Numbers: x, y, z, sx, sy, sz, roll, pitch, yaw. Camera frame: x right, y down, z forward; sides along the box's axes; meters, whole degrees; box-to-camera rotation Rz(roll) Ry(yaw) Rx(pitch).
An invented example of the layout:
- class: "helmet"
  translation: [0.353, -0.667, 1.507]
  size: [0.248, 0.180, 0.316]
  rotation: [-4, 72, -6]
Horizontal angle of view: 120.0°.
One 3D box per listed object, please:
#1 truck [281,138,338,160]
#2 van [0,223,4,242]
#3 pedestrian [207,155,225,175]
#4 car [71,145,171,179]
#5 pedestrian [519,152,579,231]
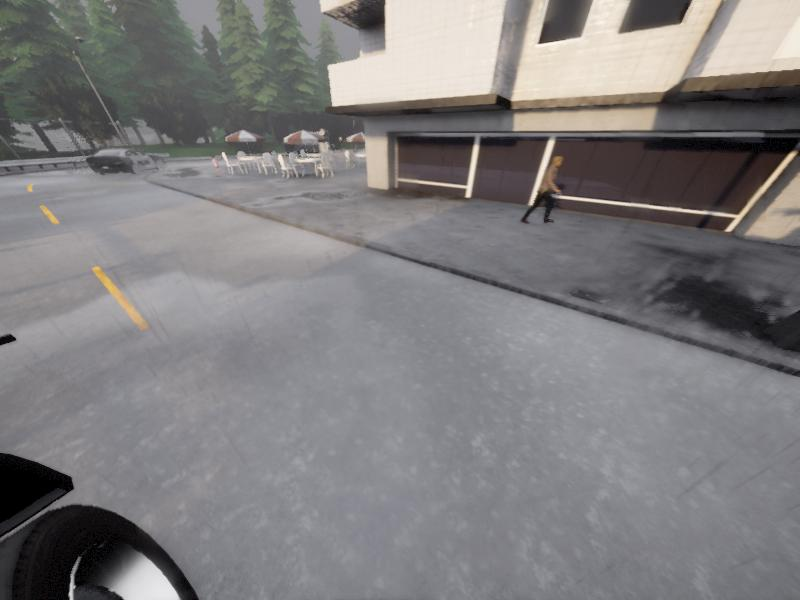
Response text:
- class: "truck"
  translation: [-11.101, -19.084, 29.054]
  size: [2.390, 2.098, 6.274]
  rotation: [22, 41, 28]
- class: "van"
  translation: [-13.210, -3.054, 5.893]
  size: [5.915, 2.561, 1.988]
  rotation: [22, 40, 27]
- class: "pedestrian"
  translation: [-12.065, -8.856, 15.170]
  size: [0.500, 1.100, 0.500]
  rotation: [28, 43, 33]
- class: "car"
  translation: [-19.111, -9.898, 16.320]
  size: [1.930, 1.638, 5.238]
  rotation: [-10, 37, -13]
- class: "pedestrian"
  translation: [4.159, -3.065, 6.550]
  size: [0.751, 1.860, 0.751]
  rotation: [25, 42, 30]
